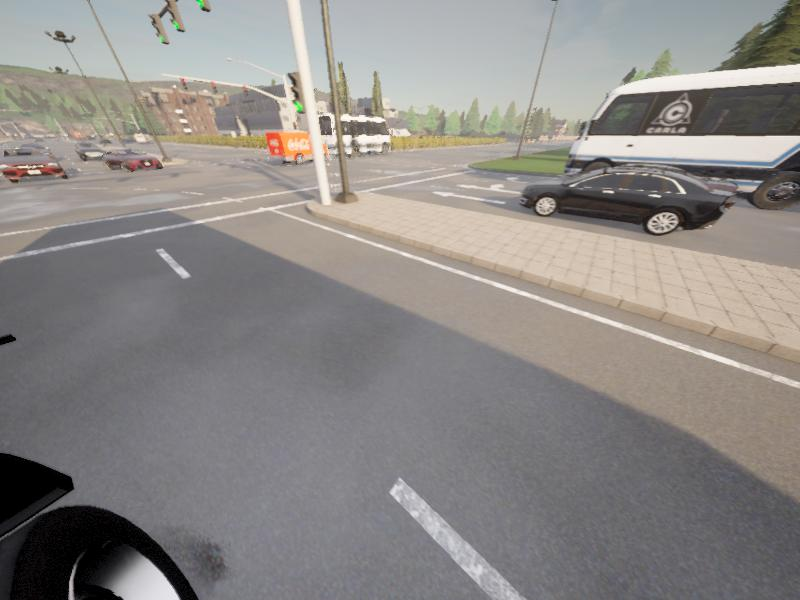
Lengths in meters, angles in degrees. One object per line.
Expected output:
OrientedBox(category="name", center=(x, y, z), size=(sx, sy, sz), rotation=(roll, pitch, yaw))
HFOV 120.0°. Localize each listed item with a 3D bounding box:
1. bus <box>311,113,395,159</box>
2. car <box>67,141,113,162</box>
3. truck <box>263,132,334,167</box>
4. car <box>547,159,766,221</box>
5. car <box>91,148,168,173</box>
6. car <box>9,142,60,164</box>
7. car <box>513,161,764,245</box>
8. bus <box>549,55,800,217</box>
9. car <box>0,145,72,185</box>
OrientedBox(category="bus", center=(-5.536, -21.260, 30.061), size=(3.944, 4.253, 10.273), rotation=(25, 43, 30))
OrientedBox(category="car", center=(-32.485, -15.614, 24.214), size=(4.856, 1.649, 2.033), rotation=(25, 42, 30))
OrientedBox(category="truck", center=(-9.274, -14.273, 21.747), size=(2.627, 2.467, 5.204), rotation=(23, 41, 28))
OrientedBox(category="car", center=(9.286, -4.595, 9.188), size=(5.357, 1.411, 2.033), rotation=(25, 42, 30))
OrientedBox(category="car", center=(-20.284, -10.542, 17.386), size=(4.181, 1.385, 1.994), rotation=(14, 38, 18))
OrientedBox(category="car", center=(-36.010, -14.619, 22.879), size=(4.974, 1.542, 2.038), rotation=(25, 42, 30))
OrientedBox(category="car", center=(6.569, -3.304, 7.270), size=(4.892, 1.490, 1.837), rotation=(25, 42, 30))
OrientedBox(category="bus", center=(13.021, -6.527, 9.463), size=(10.273, 4.253, 3.944), rotation=(25, 42, 30))
OrientedBox(category="car", center=(-22.210, -8.230, 13.906), size=(5.027, 1.651, 2.152), rotation=(25, 42, 30))
